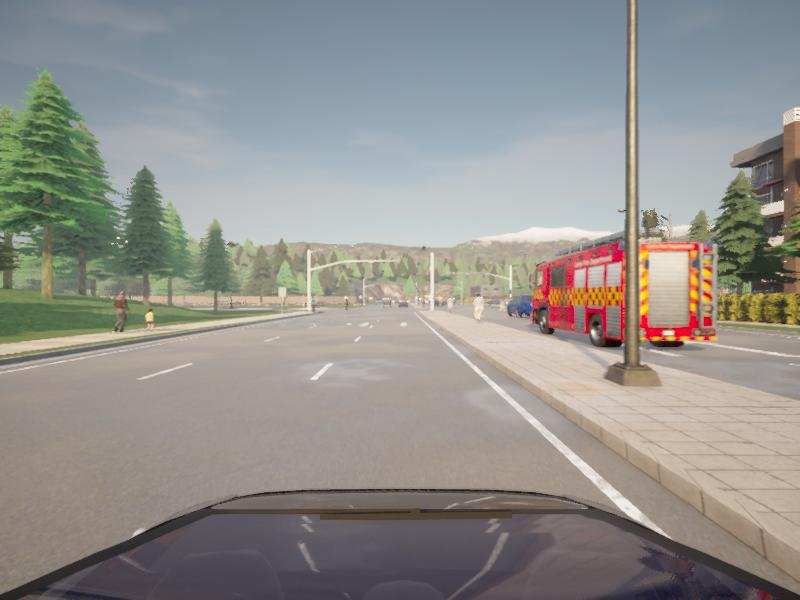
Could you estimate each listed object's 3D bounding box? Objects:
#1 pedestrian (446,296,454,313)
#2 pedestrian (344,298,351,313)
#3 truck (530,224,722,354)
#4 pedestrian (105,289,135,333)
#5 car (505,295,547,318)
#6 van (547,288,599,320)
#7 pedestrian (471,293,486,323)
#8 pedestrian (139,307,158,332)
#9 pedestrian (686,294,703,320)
[{"bbox_3d":[5.531,0.516,44.331,0.751,1.860,0.751,0,0,0],"label":"pedestrian"},{"bbox_3d":[-6.395,0.673,48.470,0.751,1.860,0.751,0,0,-20],"label":"pedestrian"},{"bbox_3d":[8.027,-0.310,15.988,2.891,3.827,8.468,0,0,0],"label":"truck"},{"bbox_3d":[-12.092,0.486,17.292,0.751,1.860,0.751,0,0,1],"label":"pedestrian"},{"bbox_3d":[11.558,0.590,37.045,2.150,2.045,5.566,0,-1,0],"label":"car"},{"bbox_3d":[15.062,0.347,35.246,1.988,2.561,5.915,0,0,0],"label":"van"},{"bbox_3d":[4.925,0.503,25.247,0.751,1.860,0.751,0,0,-6],"label":"pedestrian"},{"bbox_3d":[-11.243,0.866,17.904,0.500,1.100,0.500,0,0,4],"label":"pedestrian"},{"bbox_3d":[21.879,0.506,29.741,0.751,1.860,0.751,0,0,2],"label":"pedestrian"}]
